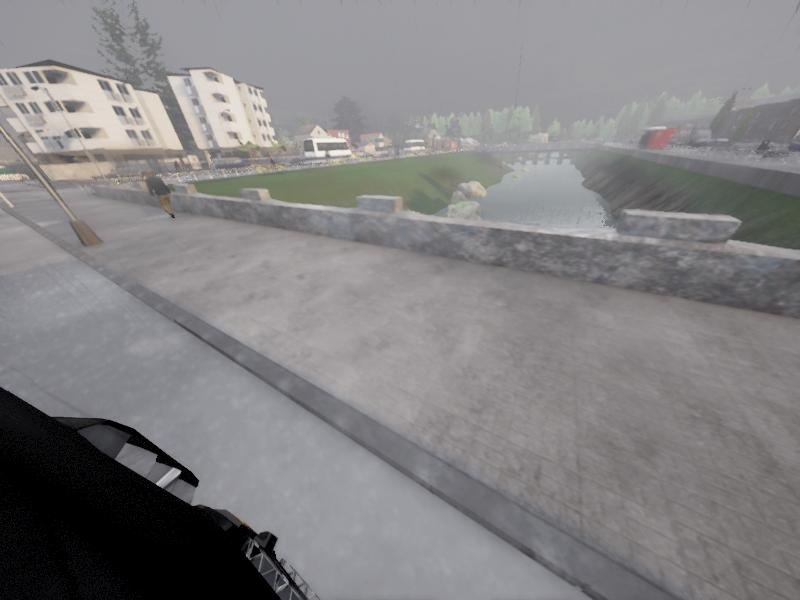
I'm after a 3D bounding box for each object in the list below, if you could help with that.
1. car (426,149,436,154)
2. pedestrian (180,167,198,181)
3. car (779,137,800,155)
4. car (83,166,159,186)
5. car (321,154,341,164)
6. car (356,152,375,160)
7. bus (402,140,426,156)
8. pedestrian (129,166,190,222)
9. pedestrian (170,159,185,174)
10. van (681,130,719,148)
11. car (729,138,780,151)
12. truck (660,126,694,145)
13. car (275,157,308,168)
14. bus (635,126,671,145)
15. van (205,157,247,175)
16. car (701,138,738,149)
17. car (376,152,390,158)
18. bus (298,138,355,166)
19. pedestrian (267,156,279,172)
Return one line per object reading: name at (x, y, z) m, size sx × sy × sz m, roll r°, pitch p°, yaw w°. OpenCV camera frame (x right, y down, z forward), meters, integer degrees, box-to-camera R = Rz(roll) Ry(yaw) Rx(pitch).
car at (11.091, -53.054, 82.520) m, size 1.994 × 1.385 × 4.181 m, roll 16°, pitch 38°, yaw 26°
pedestrian at (-23.037, -13.782, 25.210) m, size 0.751 × 1.300 × 0.751 m, roll 16°, pitch 38°, yaw 26°
car at (41.894, -15.699, 23.424) m, size 1.816 × 1.474 × 4.193 m, roll 16°, pitch 38°, yaw 26°
car at (-32.497, -14.676, 27.186) m, size 1.930 × 1.638 × 5.238 m, roll 16°, pitch 38°, yaw 26°
car at (-15.339, -31.541, 51.580) m, size 1.851 × 1.617 × 3.988 m, roll 16°, pitch 38°, yaw 26°
car at (-9.031, -37.758, 60.531) m, size 1.930 × 1.638 × 5.238 m, roll 16°, pitch 38°, yaw 26°
bus at (4.966, -52.539, 79.576) m, size 3.944 × 4.253 × 10.273 m, roll 16°, pitch 38°, yaw 26°
pedestrian at (-9.265, -4.095, 8.969) m, size 0.751 × 1.860 × 0.751 m, roll 16°, pitch 38°, yaw 26°
pedestrian at (-33.807, -20.262, 35.126) m, size 0.751 × 1.860 × 0.751 m, roll 15°, pitch 37°, yaw 25°
van at (56.154, -30.228, 43.442) m, size 1.988 × 2.561 × 5.915 m, roll 16°, pitch 38°, yaw 26°
car at (47.070, -20.717, 30.832) m, size 1.895 × 1.301 × 4.718 m, roll 16°, pitch 38°, yaw 26°
truck at (74.270, -44.209, 62.215) m, size 2.891 × 3.827 × 8.468 m, roll 16°, pitch 38°, yaw 26°
car at (-20.578, -26.293, 44.187) m, size 2.033 × 1.411 × 5.357 m, roll 16°, pitch 38°, yaw 26°
bus at (73.697, -48.095, 67.772) m, size 3.944 × 4.253 × 10.273 m, roll 16°, pitch 38°, yaw 26°
van at (-26.610, -20.619, 35.466) m, size 1.775 × 1.987 × 4.442 m, roll 16°, pitch 38°, yaw 26°
car at (51.859, -25.498, 37.608) m, size 1.812 × 1.442 × 4.674 m, roll 16°, pitch 38°, yaw 26°
car at (-4.928, -41.685, 66.424) m, size 1.994 × 1.385 × 4.181 m, roll 16°, pitch 38°, yaw 26°
bus at (-14.189, -29.570, 46.094) m, size 3.944 × 4.253 × 10.273 m, roll 16°, pitch 38°, yaw 26°
pedestrian at (-17.852, -19.140, 32.460) m, size 0.751 × 1.860 × 0.751 m, roll 16°, pitch 38°, yaw 26°
